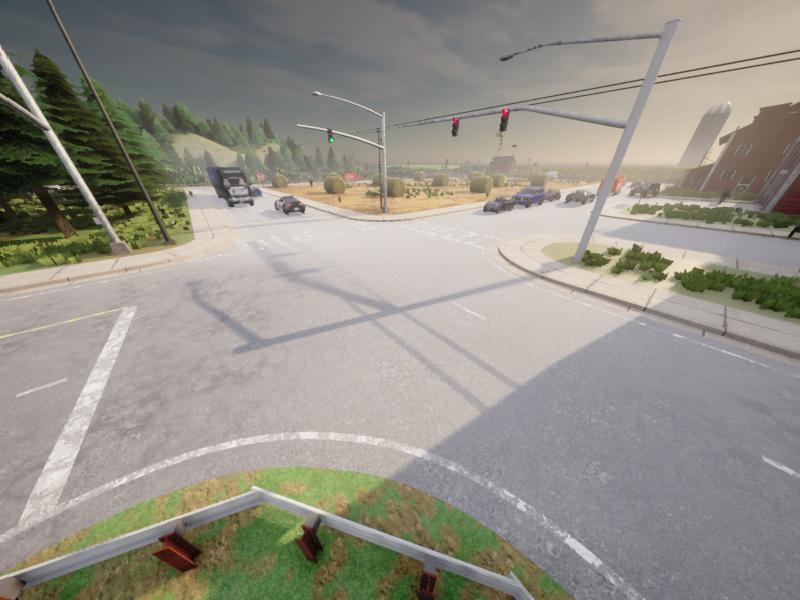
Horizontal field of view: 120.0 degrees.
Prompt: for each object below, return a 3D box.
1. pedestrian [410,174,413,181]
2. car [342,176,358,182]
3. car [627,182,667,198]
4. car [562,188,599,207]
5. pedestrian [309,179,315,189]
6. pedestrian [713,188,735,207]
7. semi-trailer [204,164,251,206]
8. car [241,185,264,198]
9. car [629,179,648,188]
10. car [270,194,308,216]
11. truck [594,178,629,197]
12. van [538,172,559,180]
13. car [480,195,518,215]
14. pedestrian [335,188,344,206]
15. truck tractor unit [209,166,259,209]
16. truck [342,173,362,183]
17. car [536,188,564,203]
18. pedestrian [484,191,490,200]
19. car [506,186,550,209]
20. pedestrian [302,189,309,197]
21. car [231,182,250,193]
[{"bbox_3d":[3.666,-40.191,75.678,0.751,1.860,0.751,-25,38,-36],"label":"pedestrian"},{"bbox_3d":[-15.728,-37.989,72.551,4.514,1.525,2.007,-20,36,-31],"label":"car"},{"bbox_3d":[37.519,-16.849,35.271,1.905,1.878,3.866,-2,28,9],"label":"car"},{"bbox_3d":[23.111,-13.170,29.482,5.027,1.651,2.152,-23,37,-34],"label":"car"},{"bbox_3d":[-17.846,-23.441,46.701,0.751,1.860,0.751,-4,30,-6],"label":"pedestrian"},{"bbox_3d":[37.077,-11.762,26.466,0.751,1.860,0.751,-24,38,-35],"label":"pedestrian"},{"bbox_3d":[-25.010,-16.839,33.098,2.717,4.402,14.254,-22,37,-33],"label":"semi-trailer"},{"bbox_3d":[-23.633,-17.390,36.932,1.882,1.535,5.008,-22,37,-33],"label":"car"},{"bbox_3d":[54.909,-26.762,53.058,4.974,1.542,2.038,-23,37,-34],"label":"car"},{"bbox_3d":[-11.750,-10.130,24.361,2.038,1.542,4.974,-22,36,-33],"label":"car"},{"bbox_3d":[34.748,-18.562,37.903,5.204,2.467,2.627,-22,36,-35],"label":"truck"},{"bbox_3d":[55.314,-46.371,86.083,1.988,2.561,5.915,-23,37,-34],"label":"van"},{"bbox_3d":[10.235,-9.931,23.957,3.633,1.501,1.845,-23,37,-34],"label":"car"},{"bbox_3d":[-7.118,-12.139,27.128,0.751,1.860,0.751,-10,31,-17],"label":"pedestrian"},{"bbox_3d":[-20.012,-13.692,27.834,3.053,4.208,6.516,-22,36,-33],"label":"truck tractor unit"},{"bbox_3d":[-14.386,-36.716,69.403,5.204,2.467,2.627,-20,36,-31],"label":"truck"},{"bbox_3d":[20.471,-14.318,31.533,3.705,1.549,1.789,-24,37,-34],"label":"car"},{"bbox_3d":[11.914,-14.289,31.594,0.500,1.100,0.500,17,34,27],"label":"pedestrian"},{"bbox_3d":[15.392,-12.350,27.640,5.566,2.045,2.150,-23,37,-34],"label":"car"},{"bbox_3d":[-14.199,-16.089,34.739,0.500,1.100,0.500,21,36,32],"label":"pedestrian"},{"bbox_3d":[-30.417,-21.496,44.054,2.007,1.525,4.514,-22,37,-33],"label":"car"}]
